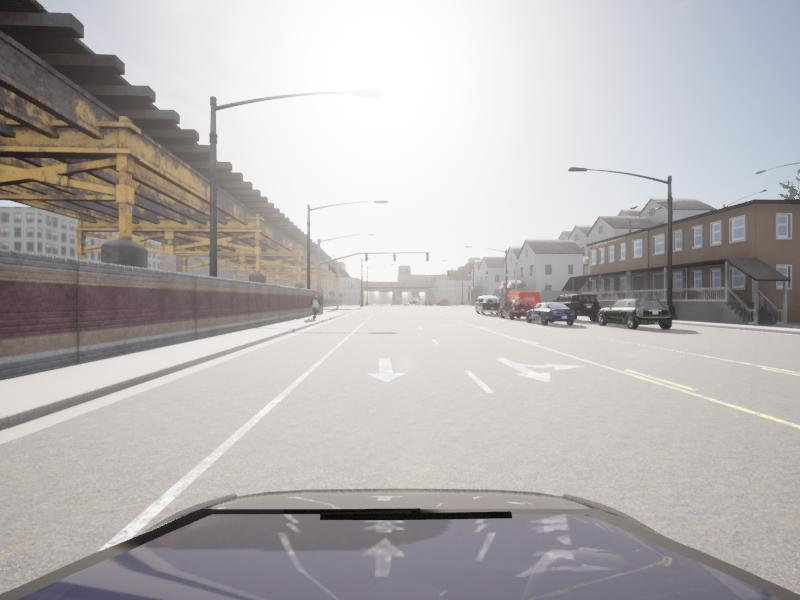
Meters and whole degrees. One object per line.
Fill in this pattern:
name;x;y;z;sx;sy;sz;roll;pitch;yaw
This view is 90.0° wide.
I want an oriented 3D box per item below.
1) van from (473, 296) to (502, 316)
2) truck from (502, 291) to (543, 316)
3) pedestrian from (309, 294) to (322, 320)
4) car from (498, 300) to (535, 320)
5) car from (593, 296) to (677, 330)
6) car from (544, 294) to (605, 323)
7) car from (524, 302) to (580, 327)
van;9.358;0.574;43.077;2.069;2.038;4.480;0;0;-1
truck;12.809;0.365;42.267;2.627;2.467;5.204;0;1;-1
pedestrian;-6.094;0.485;28.975;0.751;1.860;0.751;0;0;2
car;9.612;0.789;33.387;1.851;1.617;3.988;0;0;-2
car;13.378;0.694;23.174;2.097;1.767;4.553;0;0;-2
car;13.162;0.570;30.684;2.150;2.045;5.566;0;0;-1
car;9.787;0.870;26.232;1.812;1.442;4.674;0;0;-1
